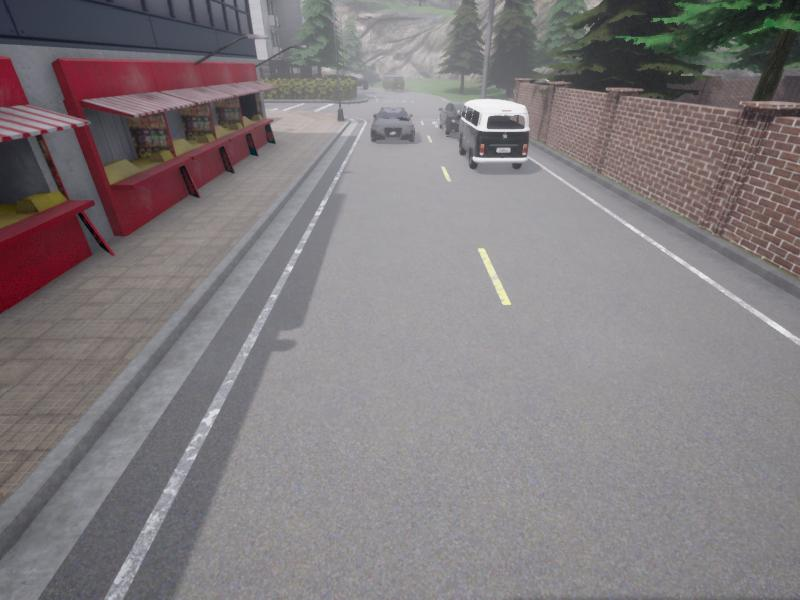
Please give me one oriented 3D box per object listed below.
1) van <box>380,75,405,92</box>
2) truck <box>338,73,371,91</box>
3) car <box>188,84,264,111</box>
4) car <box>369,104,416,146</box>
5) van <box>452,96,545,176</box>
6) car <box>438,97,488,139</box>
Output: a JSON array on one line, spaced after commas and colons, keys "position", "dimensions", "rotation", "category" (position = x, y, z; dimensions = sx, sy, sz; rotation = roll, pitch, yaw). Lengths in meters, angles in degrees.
[{"position": [-1.067, -30.485, 56.258], "dimensions": [1.775, 1.987, 4.442], "rotation": [-13, 33, -22], "category": "van"}, {"position": [-6.805, -32.355, 59.345], "dimensions": [2.390, 2.098, 6.274], "rotation": [-15, 34, -24], "category": "truck"}, {"position": [-13.084, -15.423, 30.424], "dimensions": [4.611, 1.667, 2.242], "rotation": [-1, 30, -2], "category": "car"}, {"position": [-0.328, -8.440, 19.117], "dimensions": [1.994, 1.385, 4.181], "rotation": [0, 30, -1], "category": "car"}, {"position": [3.231, -6.019, 14.304], "dimensions": [2.069, 2.038, 4.480], "rotation": [0, 30, 0], "category": "van"}, {"position": [3.166, -9.664, 21.091], "dimensions": [1.837, 1.490, 4.892], "rotation": [0, 31, 0], "category": "car"}]
